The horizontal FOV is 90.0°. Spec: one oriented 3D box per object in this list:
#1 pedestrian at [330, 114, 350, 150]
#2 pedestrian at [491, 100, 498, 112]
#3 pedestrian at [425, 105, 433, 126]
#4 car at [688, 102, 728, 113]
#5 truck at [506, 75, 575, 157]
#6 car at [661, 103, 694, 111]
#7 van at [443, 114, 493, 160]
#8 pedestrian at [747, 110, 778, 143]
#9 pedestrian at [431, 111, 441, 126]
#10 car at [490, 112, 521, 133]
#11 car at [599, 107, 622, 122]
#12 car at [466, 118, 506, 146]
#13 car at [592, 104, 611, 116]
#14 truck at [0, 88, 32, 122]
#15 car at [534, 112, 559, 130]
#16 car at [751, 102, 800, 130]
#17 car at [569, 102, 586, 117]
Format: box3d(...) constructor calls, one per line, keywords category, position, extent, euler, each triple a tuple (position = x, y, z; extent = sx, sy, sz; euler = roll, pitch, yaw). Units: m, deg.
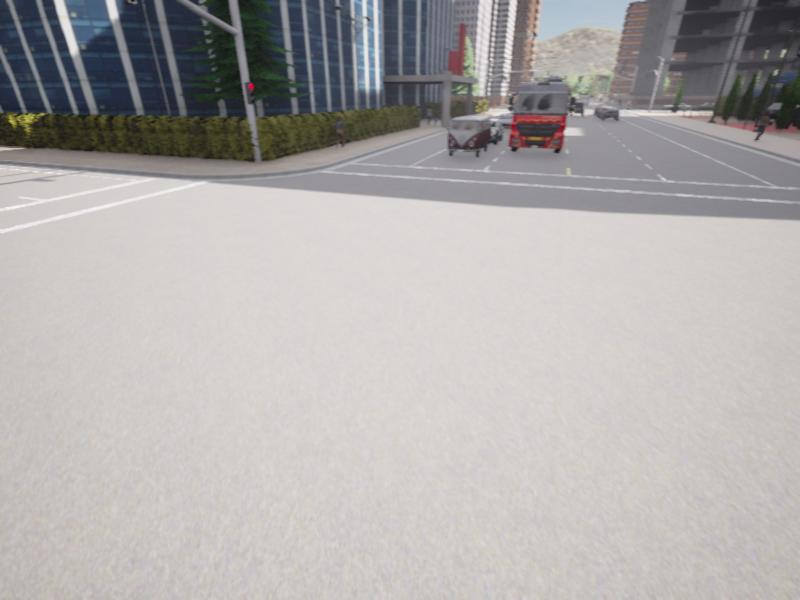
box3d(category="pedestrian", position=(-3.481, -9.790, 23.252), extent=(0.751, 1.860, 0.751), euler=(10, 29, 19))
box3d(category="pedestrian", position=(16.906, -34.830, 71.765), extent=(0.751, 1.860, 0.751), euler=(23, 35, 37))
box3d(category="pedestrian", position=(2.904, -18.422, 39.982), extent=(0.751, 1.860, 0.751), euler=(3, 27, 6))
box3d(category="car", position=(55.915, -35.000, 72.737), extent=(5.027, 1.651, 2.152), euler=(9, 29, 18))
box3d(category="truck", position=(8.689, -11.398, 24.520), extent=(2.891, 3.827, 8.468), euler=(9, 29, 18))
box3d(category="car", position=(53.247, -37.131, 76.937), extent=(4.718, 1.301, 1.895), euler=(9, 29, 18))
box3d(category="van", position=(3.854, -9.134, 22.168), extent=(1.775, 1.987, 4.442), euler=(9, 29, 18))
box3d(category="pedestrian", position=(23.111, -11.067, 25.525), extent=(0.751, 1.860, 0.751), euler=(10, 29, 19))
box3d(category="pedestrian", position=(3.584, -18.116, 39.994), extent=(0.751, 1.300, 0.751), euler=(8, 28, 16))
box3d(category="car", position=(9.929, -16.611, 37.300), extent=(2.033, 1.411, 5.357), euler=(9, 29, 18))
box3d(category="car", position=(26.149, -23.152, 49.776), extent=(1.837, 1.490, 4.892), euler=(9, 28, 18))
box3d(category="car", position=(5.988, -11.624, 27.549), extent=(1.970, 1.475, 3.806), euler=(9, 29, 18))
box3d(category="car", position=(30.948, -29.269, 61.583), extent=(1.882, 1.535, 5.008), euler=(9, 29, 18))
box3d(category="truck", position=(-52.583, -24.374, 50.101), extent=(2.891, 3.827, 8.468), euler=(9, 29, 18))
box3d(category="car", position=(14.353, -17.509, 39.039), extent=(1.994, 1.385, 4.181), euler=(9, 29, 18))
box3d(category="car", position=(34.880, -16.934, 36.654), extent=(6.274, 2.098, 2.390), euler=(-21, 34, -35))
box3d(category="car", position=(26.467, -28.434, 59.631), extent=(1.905, 1.878, 3.866), euler=(9, 29, 18))
